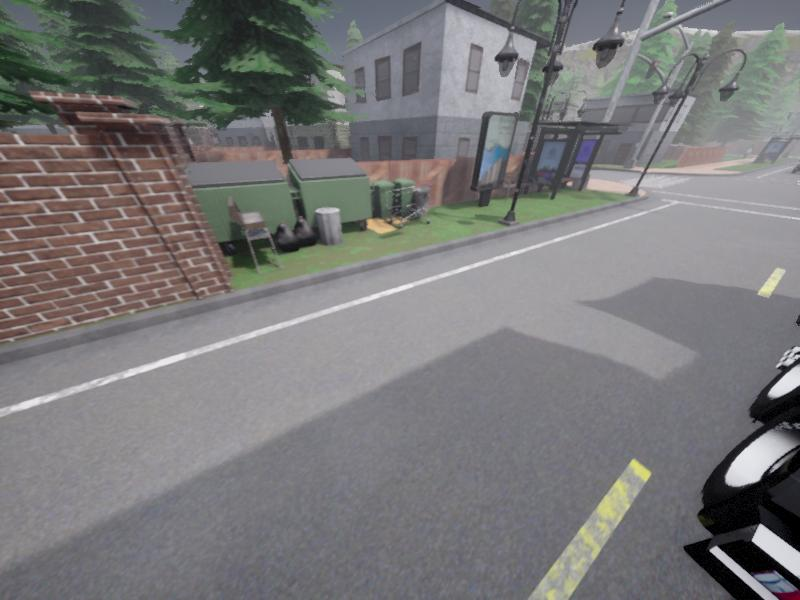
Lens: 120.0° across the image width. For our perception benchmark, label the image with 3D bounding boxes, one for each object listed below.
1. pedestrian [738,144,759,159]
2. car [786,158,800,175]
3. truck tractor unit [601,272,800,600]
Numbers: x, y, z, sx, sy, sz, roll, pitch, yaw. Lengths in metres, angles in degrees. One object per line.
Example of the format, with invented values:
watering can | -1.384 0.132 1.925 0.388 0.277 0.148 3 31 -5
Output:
pedestrian | 49.953 -21.293 33.117 0.751 1.860 0.751 -21 40 -28
car | 36.255 -11.754 20.002 5.357 1.411 2.033 -18 39 -25
truck tractor unit | 5.123 -0.289 0.761 6.516 4.208 3.053 -18 39 -23
